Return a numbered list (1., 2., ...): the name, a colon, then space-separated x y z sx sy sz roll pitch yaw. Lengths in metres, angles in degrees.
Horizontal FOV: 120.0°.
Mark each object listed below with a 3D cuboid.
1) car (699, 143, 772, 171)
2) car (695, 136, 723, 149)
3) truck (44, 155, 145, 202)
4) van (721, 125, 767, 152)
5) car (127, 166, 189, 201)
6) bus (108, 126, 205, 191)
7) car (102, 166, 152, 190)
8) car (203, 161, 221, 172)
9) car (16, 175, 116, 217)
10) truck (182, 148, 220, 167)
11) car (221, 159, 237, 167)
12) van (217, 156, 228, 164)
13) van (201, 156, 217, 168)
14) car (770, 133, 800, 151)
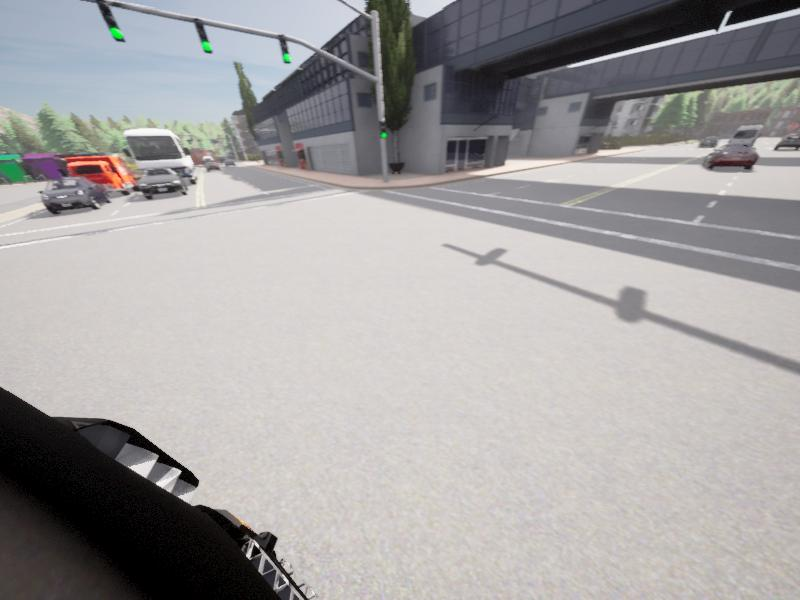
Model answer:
1. car: 22.915 -9.975 16.018 1.994 1.385 4.181 25 43 35
2. car: 48.823 -24.897 36.438 4.892 1.490 1.837 -25 40 -30
3. truck: -21.633 -9.016 16.858 2.627 2.467 5.204 -24 39 -28
4. van: 42.234 -19.833 28.365 5.915 2.561 1.988 -24 39 -29
5. car: -16.523 -8.255 16.105 2.152 1.651 5.027 -25 39 -29
6. bus: -22.267 -13.607 22.200 3.944 4.253 10.273 -24 39 -28
7. car: -25.984 -11.836 22.223 1.801 1.575 5.366 -23 39 -28
8. car: -31.642 -22.478 38.902 1.895 1.301 4.718 -23 39 -28
9. car: -17.578 -5.735 12.476 1.845 1.501 3.633 -24 39 -29
10. truck: -51.163 -36.673 59.393 8.468 3.827 2.891 14 37 24
11. car: -37.936 -30.440 51.236 2.033 1.411 5.357 -23 39 -28
12. van: -52.140 -41.071 67.744 1.775 1.987 4.442 -23 39 -28
13. van: -43.677 -31.586 52.817 2.069 2.038 4.480 -23 39 -28
14. car: 44.958 -18.202 26.554 3.988 1.617 1.851 -23 39 -28
